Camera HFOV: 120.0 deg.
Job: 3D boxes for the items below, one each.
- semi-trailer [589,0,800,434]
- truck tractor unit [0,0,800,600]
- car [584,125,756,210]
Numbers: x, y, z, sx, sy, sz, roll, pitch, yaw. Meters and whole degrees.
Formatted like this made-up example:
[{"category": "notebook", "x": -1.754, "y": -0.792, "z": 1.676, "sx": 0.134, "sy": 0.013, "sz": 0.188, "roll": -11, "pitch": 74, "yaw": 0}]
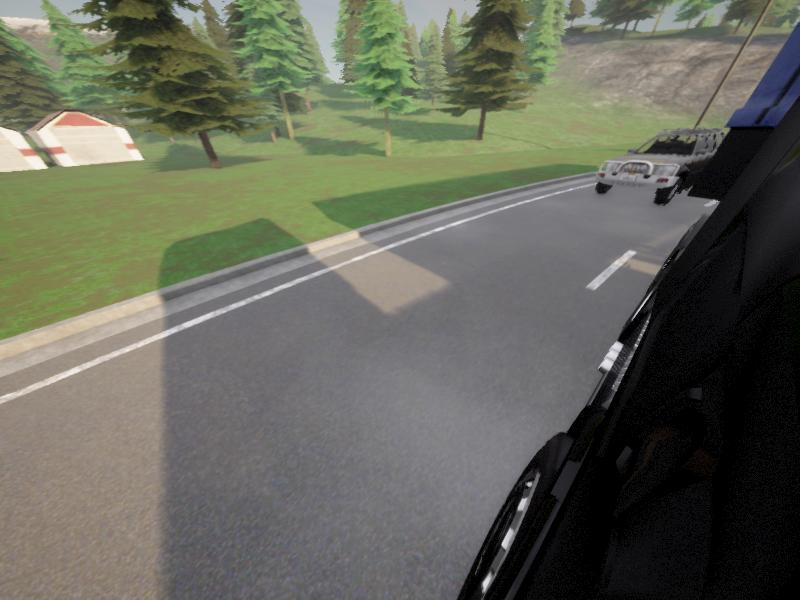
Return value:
[{"category": "semi-trailer", "x": 9.308, "y": -3.075, "z": 3.552, "sx": 14.254, "sy": 4.402, "sz": 2.717, "roll": -20, "pitch": 40, "yaw": -22}, {"category": "truck tractor unit", "x": 2.645, "y": -0.295, "z": 0.352, "sx": 6.516, "sy": 4.208, "sz": 3.053, "roll": -28, "pitch": 44, "yaw": -30}, {"category": "car", "x": 8.869, "y": -4.572, "z": 7.703, "sx": 4.605, "sy": 1.855, "sz": 1.932, "roll": -20, "pitch": 39, "yaw": -22}]
